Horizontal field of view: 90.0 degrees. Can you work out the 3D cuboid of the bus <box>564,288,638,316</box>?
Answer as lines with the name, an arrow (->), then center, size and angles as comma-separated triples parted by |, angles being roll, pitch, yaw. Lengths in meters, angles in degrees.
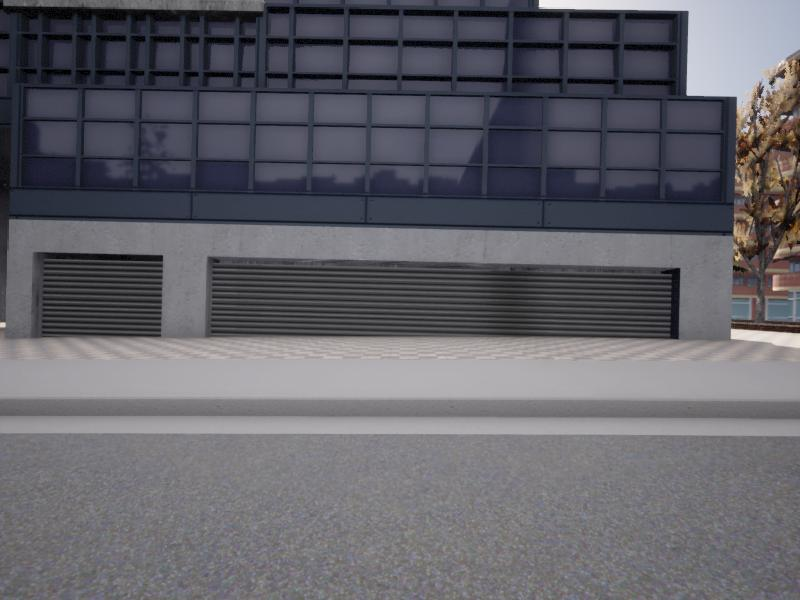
bus -> 33.119, 0.309, 66.286 | 10.273, 4.253, 3.944 | 1, 0, 0
